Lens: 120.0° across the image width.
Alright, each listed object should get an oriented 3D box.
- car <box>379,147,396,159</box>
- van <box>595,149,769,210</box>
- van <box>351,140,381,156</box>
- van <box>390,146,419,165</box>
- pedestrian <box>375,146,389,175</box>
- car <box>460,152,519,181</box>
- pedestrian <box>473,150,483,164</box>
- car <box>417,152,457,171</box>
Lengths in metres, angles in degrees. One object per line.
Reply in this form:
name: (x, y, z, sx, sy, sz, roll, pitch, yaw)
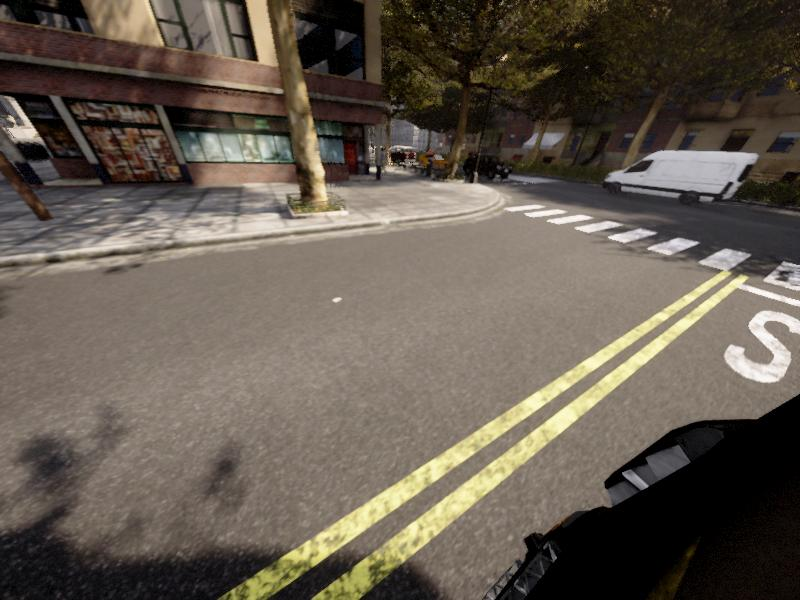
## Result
car: (-2.383, -27.449, 43.160, 1.851, 1.617, 3.988, -12, 37, -21)
van: (16.216, -7.538, 14.047, 1.988, 2.561, 5.915, -15, 38, -24)
van: (-7.386, -33.360, 50.759, 5.915, 2.561, 1.988, -14, 38, -24)
van: (0.474, -20.214, 32.208, 2.069, 2.038, 4.480, -15, 38, -24)
pedestrian: (-1.367, -10.700, 17.743, 0.751, 1.860, 0.751, -21, 40, -31)
car: (7.857, -12.145, 20.880, 1.932, 1.855, 4.605, -15, 38, -24)
pedestrian: (11.938, -21.813, 35.285, 0.751, 1.860, 0.751, -18, 39, -28)
car: (4.143, -16.020, 26.683, 1.882, 1.535, 5.008, -15, 38, -24)
